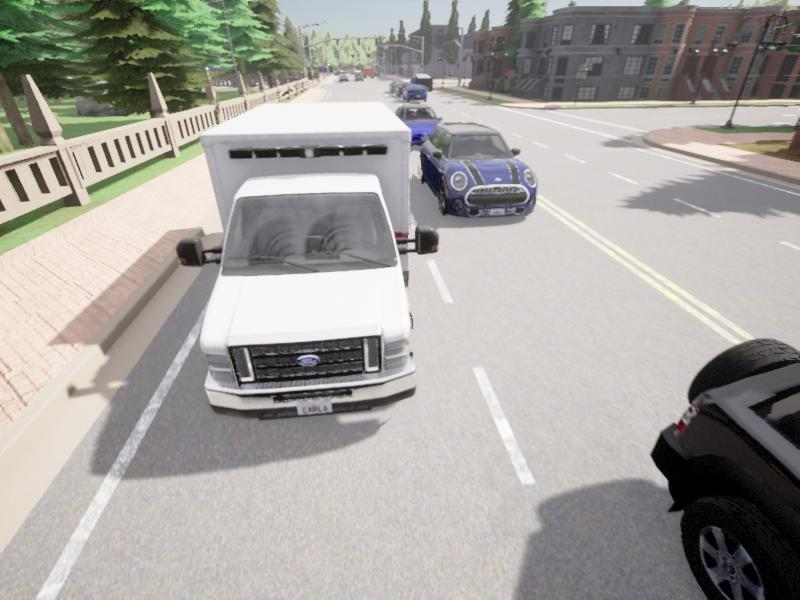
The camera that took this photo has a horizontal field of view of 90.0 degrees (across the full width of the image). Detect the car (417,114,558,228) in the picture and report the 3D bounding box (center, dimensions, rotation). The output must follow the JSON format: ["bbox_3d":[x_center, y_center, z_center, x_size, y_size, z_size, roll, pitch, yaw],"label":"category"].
[{"bbox_3d":[1.828,-3.534,10.243,2.097,1.767,4.553,-4,31,-6],"label":"car"}]

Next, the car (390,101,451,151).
[{"bbox_3d":[0.755,-8.003,18.158,2.007,1.525,4.514,-4,30,-6],"label":"car"}]

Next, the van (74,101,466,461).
[{"bbox_3d":[-1.112,-1.281,5.801,2.351,2.431,6.366,-4,31,-6],"label":"van"}]

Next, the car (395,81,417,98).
[{"bbox_3d":[0.584,-23.750,45.096,1.837,1.490,4.892,-4,30,-6],"label":"car"}]

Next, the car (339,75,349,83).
[{"bbox_3d":[-12.178,-48.033,86.817,2.033,1.411,5.357,-4,31,-6],"label":"car"}]

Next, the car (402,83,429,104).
[{"bbox_3d":[1.421,-20.206,38.988,1.882,1.535,5.008,-4,30,-6],"label":"car"}]

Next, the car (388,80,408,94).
[{"bbox_3d":[-0.310,-27.534,51.670,2.033,1.411,5.357,-4,30,-6],"label":"car"}]

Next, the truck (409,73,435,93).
[{"bbox_3d":[2.861,-29.346,54.030,2.390,2.098,6.274,-4,31,-6],"label":"truck"}]

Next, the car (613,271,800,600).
[{"bbox_3d":[3.076,1.747,1.125,1.932,1.855,4.605,-4,30,-6],"label":"car"}]
